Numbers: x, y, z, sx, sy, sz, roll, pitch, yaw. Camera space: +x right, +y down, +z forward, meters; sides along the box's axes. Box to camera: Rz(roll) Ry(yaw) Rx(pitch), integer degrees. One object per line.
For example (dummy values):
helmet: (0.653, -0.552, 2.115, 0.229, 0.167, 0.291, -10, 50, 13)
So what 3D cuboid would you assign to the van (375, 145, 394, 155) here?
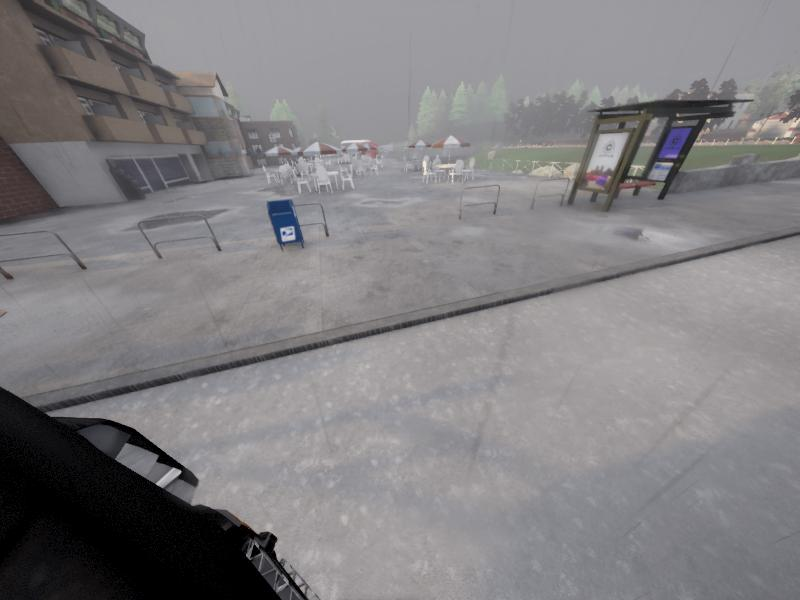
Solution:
van: (-5.260, -50.878, 78.280, 5.915, 2.561, 1.988, -12, 35, -13)

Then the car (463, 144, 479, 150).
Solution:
car: (25.260, -54.475, 82.125, 4.856, 1.649, 2.033, -12, 35, -13)

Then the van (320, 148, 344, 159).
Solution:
van: (-20.947, -45.245, 71.197, 6.366, 2.431, 2.351, -12, 35, -13)

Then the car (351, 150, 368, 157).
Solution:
car: (-12.724, -46.616, 73.320, 4.856, 1.649, 2.033, -12, 35, -13)

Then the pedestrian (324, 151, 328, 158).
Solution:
pedestrian: (-23.872, -46.871, 74.341, 0.751, 1.860, 0.751, -21, 38, -25)

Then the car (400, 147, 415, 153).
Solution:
car: (2.689, -52.186, 80.336, 4.553, 1.767, 2.097, -12, 35, -13)

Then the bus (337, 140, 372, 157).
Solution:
bus: (-14.766, -49.543, 75.511, 10.273, 4.253, 3.944, -12, 35, -13)
